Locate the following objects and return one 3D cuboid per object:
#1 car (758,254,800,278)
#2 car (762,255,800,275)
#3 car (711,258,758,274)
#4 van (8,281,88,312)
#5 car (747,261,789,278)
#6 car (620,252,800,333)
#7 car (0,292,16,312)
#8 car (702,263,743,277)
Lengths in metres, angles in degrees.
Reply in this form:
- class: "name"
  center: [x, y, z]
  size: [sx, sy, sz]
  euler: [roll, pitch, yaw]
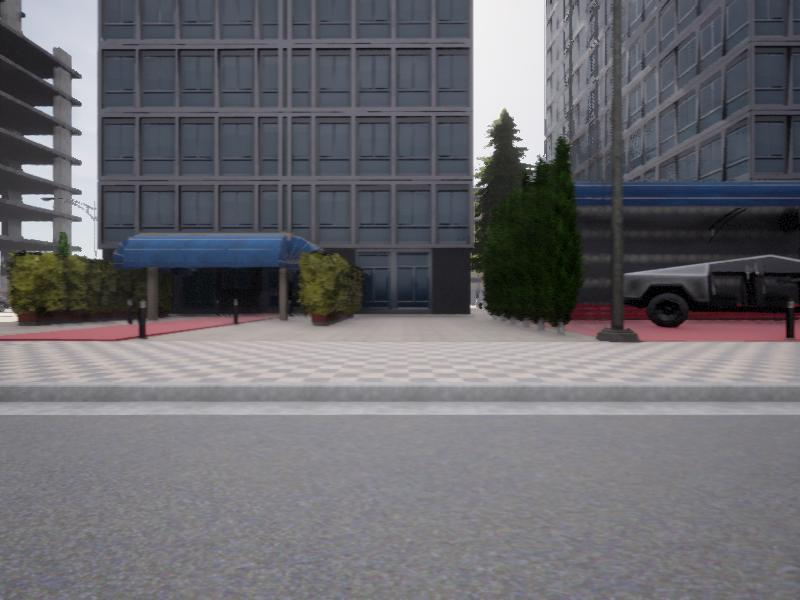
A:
- class: "car"
  center: [11.286, -0.942, 11.132]
  size: [1.642, 0.535, 1.750]
  euler: [0, 0, 31]
- class: "car"
  center: [10.317, -0.936, 10.700]
  size: [0.945, 0.468, 0.156]
  euler: [0, 0, 31]
- class: "car"
  center: [9.374, -0.947, 11.234]
  size: [1.022, 0.378, 0.154]
  euler: [0, 0, 31]
- class: "van"
  center: [-31.355, -0.288, 35.968]
  size: [1.988, 2.561, 5.915]
  euler: [0, 0, 0]
- class: "car"
  center: [11.194, -0.935, 12.190]
  size: [0.945, 0.468, 0.156]
  euler: [0, 0, 31]
- class: "car"
  center: [10.116, -0.194, 11.822]
  size: [6.274, 2.098, 2.390]
  euler: [0, 0, 31]
- class: "car"
  center: [-34.879, 0.166, 32.836]
  size: [2.033, 1.649, 4.856]
  euler: [0, 0, 0]
- class: "car"
  center: [10.271, -0.947, 12.756]
  size: [1.022, 0.378, 0.154]
  euler: [0, 0, 31]
